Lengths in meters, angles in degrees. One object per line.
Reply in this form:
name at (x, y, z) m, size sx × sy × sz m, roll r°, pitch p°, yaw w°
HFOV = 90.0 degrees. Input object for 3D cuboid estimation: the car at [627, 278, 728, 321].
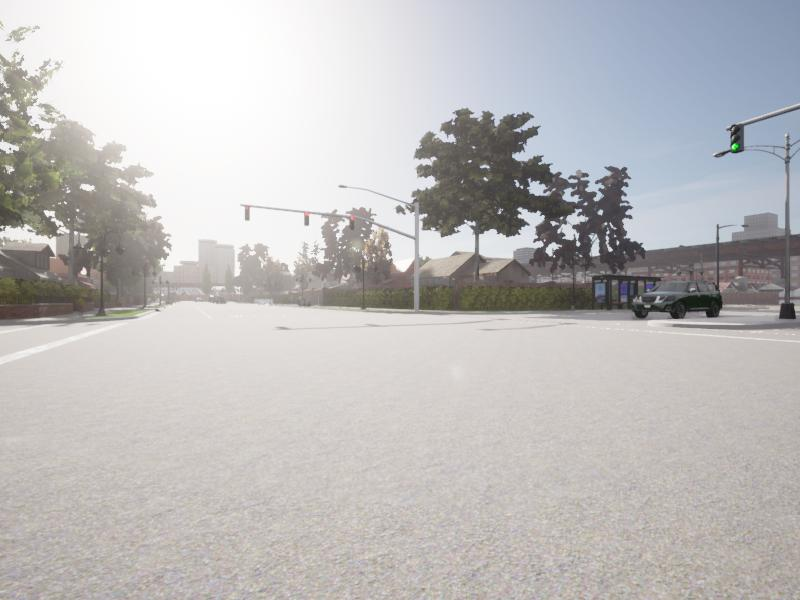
car at (14.975, -0.032, 21.537) m, size 5.566 × 2.045 × 2.150 m, roll 0°, pitch 0°, yaw -28°

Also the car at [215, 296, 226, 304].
car at (-41.279, -0.059, 91.942) m, size 1.932 × 1.855 × 4.605 m, roll 0°, pitch 0°, yaw -28°

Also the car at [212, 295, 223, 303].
car at (-46.581, -0.214, 101.860) m, size 2.150 × 2.045 × 5.566 m, roll 0°, pitch 0°, yaw -28°

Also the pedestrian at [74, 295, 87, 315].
pedestrian at (-17.862, 0.272, 22.382) m, size 0.500 × 1.100 × 0.500 m, roll 0°, pitch 0°, yaw -30°
